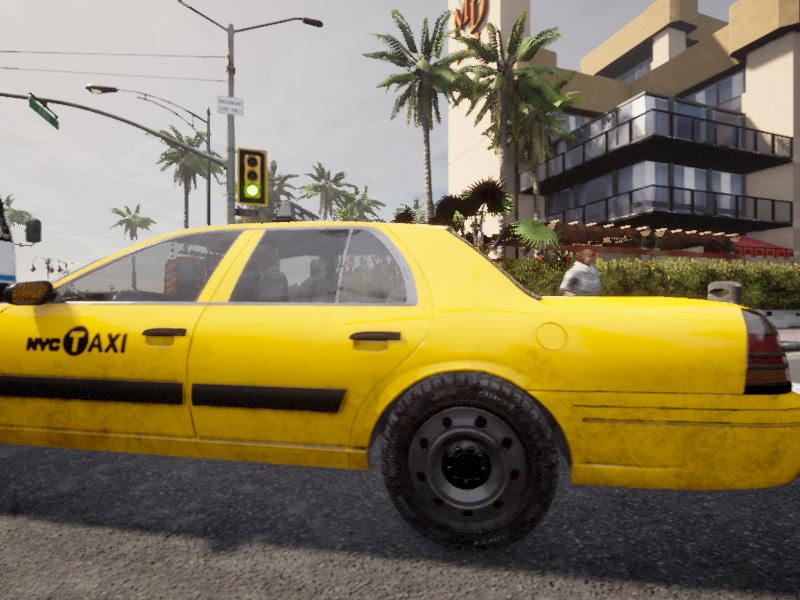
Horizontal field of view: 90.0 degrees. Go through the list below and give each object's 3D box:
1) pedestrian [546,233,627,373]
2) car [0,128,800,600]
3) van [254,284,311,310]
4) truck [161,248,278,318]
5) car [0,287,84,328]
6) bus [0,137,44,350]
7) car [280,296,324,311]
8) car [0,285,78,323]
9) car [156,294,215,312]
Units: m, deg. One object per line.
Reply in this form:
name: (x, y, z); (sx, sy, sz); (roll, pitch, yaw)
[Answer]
pedestrian: (2.678, 0.039, 5.790); (0.751, 1.860, 0.751); (0, 0, -26)
car: (-0.915, 0.204, 2.610); (5.366, 1.575, 1.801); (0, 0, 9)
van: (-12.333, -0.265, 42.584); (1.988, 2.561, 5.915); (0, 0, 33)
truck: (-11.279, -0.912, 26.304); (2.891, 3.827, 8.468); (0, 0, 8)
car: (-14.986, 0.263, 16.035); (1.970, 1.475, 3.806); (0, 0, -7)
bus: (-8.787, -1.130, 4.093); (3.944, 4.253, 10.273); (0, 0, -18)
car: (-9.737, 0.318, 40.057); (1.994, 1.385, 4.181); (0, 0, 30)
car: (-18.686, 0.167, 19.503); (2.242, 1.667, 4.611); (0, 0, 0)
car: (-19.263, 0.243, 36.132); (2.007, 1.525, 4.514); (0, 0, 21)
